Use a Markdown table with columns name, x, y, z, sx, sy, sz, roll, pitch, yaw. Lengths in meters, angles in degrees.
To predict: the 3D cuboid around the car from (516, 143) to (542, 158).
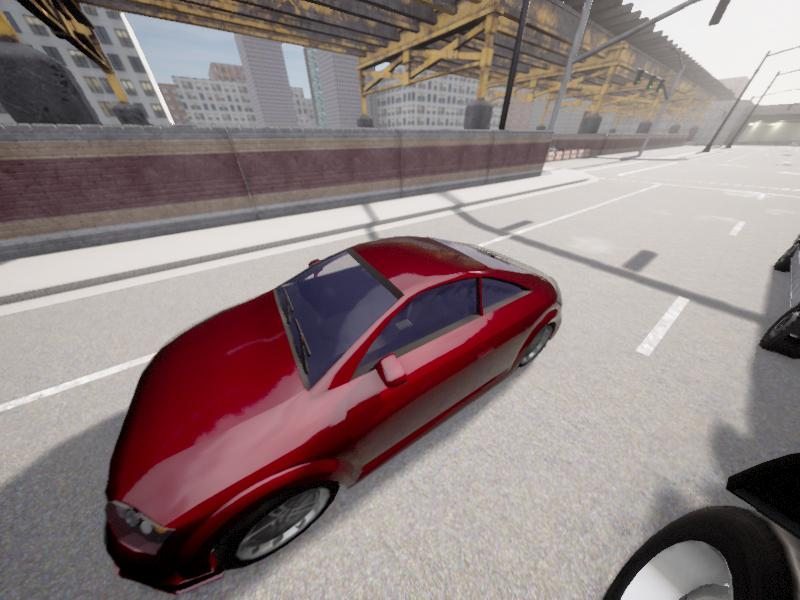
| name | x | y | z | sx | sy | sz | roll | pitch | yaw |
| --- | --- | --- | --- | --- | --- | --- | --- | --- | --- |
| car | 14.719 | -17.275 | 26.598 | 1.853 | 1.218 | 4.536 | 11 | 37 | 15 |

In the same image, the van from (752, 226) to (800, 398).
| name | x | y | z | sx | sy | sz | roll | pitch | yaw |
| --- | --- | --- | --- | --- | --- | --- | --- | --- | --- |
| van | 6.870 | -0.691 | 2.566 | 5.915 | 2.561 | 1.988 | -22 | 41 | -29 |

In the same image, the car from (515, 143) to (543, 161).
| name | x | y | z | sx | sy | sz | roll | pitch | yaw |
| --- | --- | --- | --- | --- | --- | --- | --- | --- | --- |
| car | 14.704 | -17.117 | 26.648 | 2.038 | 1.542 | 4.974 | 11 | 37 | 15 |

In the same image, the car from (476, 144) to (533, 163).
| name | x | y | z | sx | sy | sz | roll | pitch | yaw |
| --- | --- | --- | --- | --- | --- | --- | --- | --- | --- |
| car | 10.926 | -15.576 | 24.507 | 4.974 | 1.542 | 2.038 | 5 | 35 | 7 |

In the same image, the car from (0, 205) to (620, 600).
| name | x | y | z | sx | sy | sz | roll | pitch | yaw |
| --- | --- | --- | --- | --- | --- | --- | --- | --- | --- |
| car | -0.171 | 0.212 | 2.424 | 4.181 | 1.385 | 1.994 | -20 | 40 | -25 |

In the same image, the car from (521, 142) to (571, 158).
| name | x | y | z | sx | sy | sz | roll | pitch | yaw |
| --- | --- | --- | --- | --- | --- | --- | --- | --- | --- |
| car | 18.660 | -19.278 | 29.666 | 4.974 | 1.542 | 2.038 | -4 | 35 | -5 |

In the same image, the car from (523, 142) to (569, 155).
| name | x | y | z | sx | sy | sz | roll | pitch | yaw |
| --- | --- | --- | --- | --- | --- | --- | --- | --- | --- |
| car | 18.607 | -19.403 | 29.571 | 4.536 | 1.218 | 1.853 | -4 | 35 | -5 |
